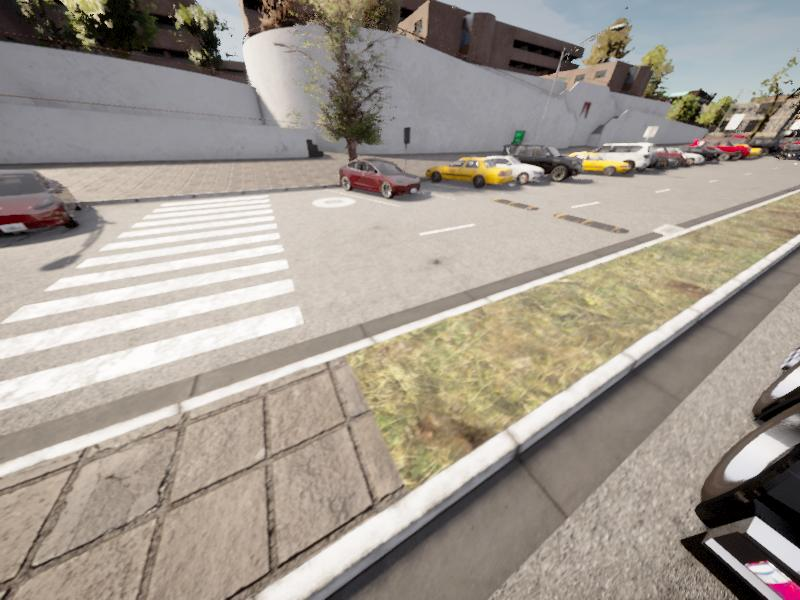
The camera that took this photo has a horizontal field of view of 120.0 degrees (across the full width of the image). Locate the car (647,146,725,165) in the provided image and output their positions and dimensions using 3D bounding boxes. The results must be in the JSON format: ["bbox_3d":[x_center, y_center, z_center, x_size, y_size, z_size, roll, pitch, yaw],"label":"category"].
[{"bbox_3d":[30.852,-15.838,25.199,5.008,1.535,2.097,27,44,34],"label":"car"}]

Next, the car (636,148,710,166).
[{"bbox_3d":[28.184,-14.994,24.115,4.674,1.452,2.002,27,43,34],"label":"car"}]

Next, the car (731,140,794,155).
[{"bbox_3d":[54.844,-23.249,35.167,4.553,1.767,2.185,27,43,34],"label":"car"}]

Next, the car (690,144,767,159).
[{"bbox_3d":[41.645,-19.046,29.556,5.366,1.575,1.946,27,43,34],"label":"car"}]

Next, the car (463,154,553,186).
[{"bbox_3d":[6.855,-8.583,15.104,4.674,1.452,2.002,27,42,34],"label":"car"}]

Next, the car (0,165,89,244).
[{"bbox_3d":[-11.776,-3.117,7.096,4.792,1.488,2.163,27,42,34],"label":"car"}]

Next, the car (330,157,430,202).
[{"bbox_3d":[-1.118,-6.234,11.661,4.792,1.488,2.163,27,42,34],"label":"car"}]

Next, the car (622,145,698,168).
[{"bbox_3d":[25.497,-14.328,22.921,4.553,1.767,2.185,27,43,34],"label":"car"}]

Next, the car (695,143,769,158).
[{"bbox_3d":[44.030,-19.995,30.878,5.366,1.575,1.946,27,44,34],"label":"car"}]

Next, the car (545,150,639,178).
[{"bbox_3d":[14.992,-10.922,18.375,5.366,1.575,1.946,27,43,34],"label":"car"}]

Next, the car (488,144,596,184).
[{"bbox_3d":[9.549,-9.598,16.062,5.566,2.045,2.435,27,43,34],"label":"car"}]

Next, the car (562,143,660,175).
[{"bbox_3d":[17.498,-12.004,19.479,5.566,2.045,2.435,27,43,34],"label":"car"}]

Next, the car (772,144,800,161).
[{"bbox_3d":[46.749,-17.405,27.202,4.892,1.490,1.837,-17,39,-22],"label":"car"}]

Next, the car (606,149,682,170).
[{"bbox_3d":[22.858,-13.367,21.883,4.674,1.452,2.002,27,43,34],"label":"car"}]

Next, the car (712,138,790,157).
[{"bbox_3d":[49.467,-21.760,32.884,5.566,2.045,2.435,27,44,34],"label":"car"}]

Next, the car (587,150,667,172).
[{"bbox_3d":[20.162,-12.577,20.761,4.792,1.488,2.163,27,43,34],"label":"car"}]

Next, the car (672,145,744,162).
[{"bbox_3d":[36.202,-17.446,27.434,4.792,1.488,2.163,27,43,34],"label":"car"}]

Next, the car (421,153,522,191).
[{"bbox_3d":[4.050,-7.899,14.038,5.366,1.575,1.946,27,43,34],"label":"car"}]

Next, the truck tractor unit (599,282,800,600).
[{"bbox_3d":[5.139,-0.271,0.737,6.516,4.208,3.053,-17,39,-23],"label":"truck tractor unit"}]

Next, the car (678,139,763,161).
[{"bbox_3d":[38.864,-18.495,28.392,5.566,2.045,2.435,27,43,34],"label":"car"}]
